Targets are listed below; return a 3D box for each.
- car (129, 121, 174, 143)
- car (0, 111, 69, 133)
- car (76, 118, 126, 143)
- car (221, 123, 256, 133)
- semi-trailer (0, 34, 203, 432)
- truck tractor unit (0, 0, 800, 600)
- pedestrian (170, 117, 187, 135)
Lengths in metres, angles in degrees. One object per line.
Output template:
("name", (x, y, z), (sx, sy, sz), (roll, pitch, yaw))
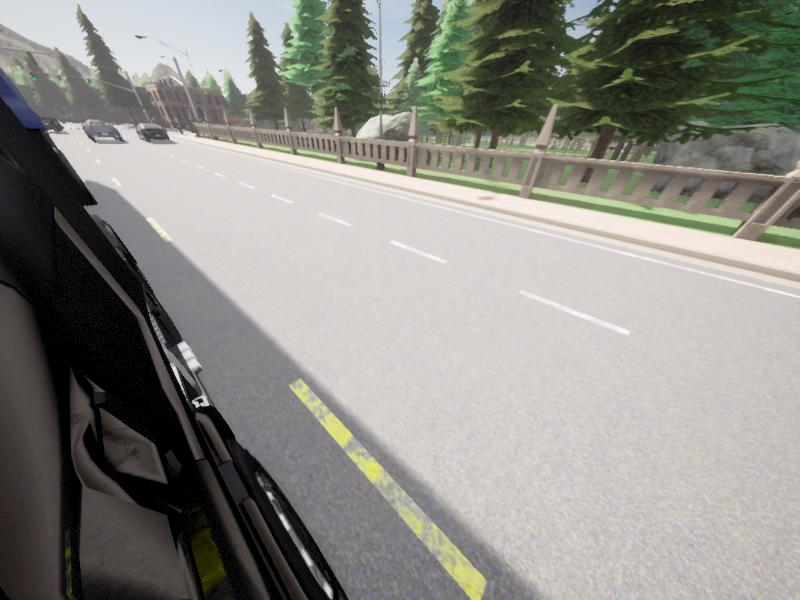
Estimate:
("car", (-25.770, -17.436, 23.915), (5.238, 1.638, 1.930), (29, 44, 30))
("car", (-43.222, -20.863, 27.139), (4.605, 1.855, 1.932), (0, 35, -5))
("car", (-28.846, -16.347, 22.266), (5.027, 1.651, 2.152), (29, 44, 30))
("car", (-32.611, -34.876, 46.864), (1.801, 1.575, 5.366), (29, 44, 30))
("semi-trailer", (-8.755, -3.569, 4.166), (14.254, 4.402, 2.717), (28, 43, 29))
("truck tractor unit", (-2.645, -0.295, 0.351), (6.516, 4.208, 3.053), (28, 44, 30))
("pedestrian", (-29.783, -23.339, 31.073), (0.751, 1.860, 0.751), (13, 38, 14))
